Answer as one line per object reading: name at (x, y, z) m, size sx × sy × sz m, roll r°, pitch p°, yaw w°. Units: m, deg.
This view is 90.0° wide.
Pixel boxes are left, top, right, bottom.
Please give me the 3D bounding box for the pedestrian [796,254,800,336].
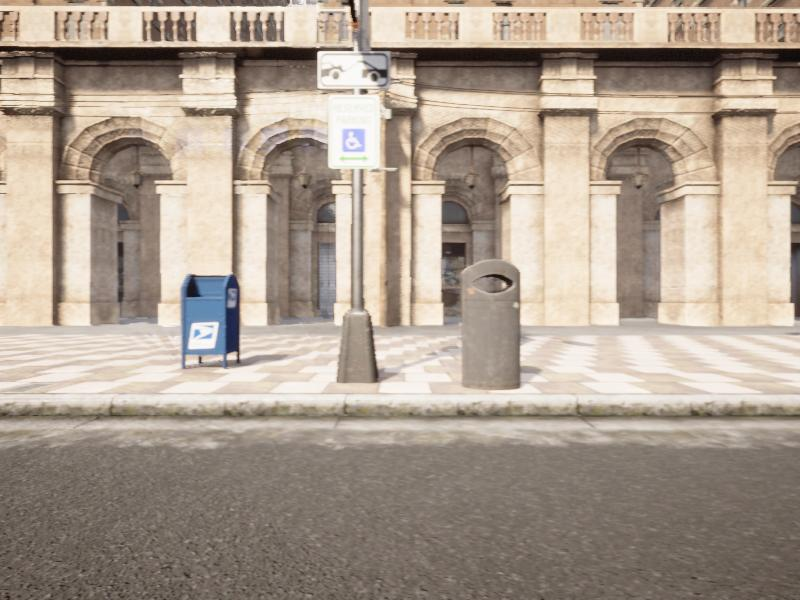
pedestrian at (9.442, -0.111, 8.773) m, size 0.751 × 1.860 × 0.751 m, roll 0°, pitch 0°, yaw -4°
